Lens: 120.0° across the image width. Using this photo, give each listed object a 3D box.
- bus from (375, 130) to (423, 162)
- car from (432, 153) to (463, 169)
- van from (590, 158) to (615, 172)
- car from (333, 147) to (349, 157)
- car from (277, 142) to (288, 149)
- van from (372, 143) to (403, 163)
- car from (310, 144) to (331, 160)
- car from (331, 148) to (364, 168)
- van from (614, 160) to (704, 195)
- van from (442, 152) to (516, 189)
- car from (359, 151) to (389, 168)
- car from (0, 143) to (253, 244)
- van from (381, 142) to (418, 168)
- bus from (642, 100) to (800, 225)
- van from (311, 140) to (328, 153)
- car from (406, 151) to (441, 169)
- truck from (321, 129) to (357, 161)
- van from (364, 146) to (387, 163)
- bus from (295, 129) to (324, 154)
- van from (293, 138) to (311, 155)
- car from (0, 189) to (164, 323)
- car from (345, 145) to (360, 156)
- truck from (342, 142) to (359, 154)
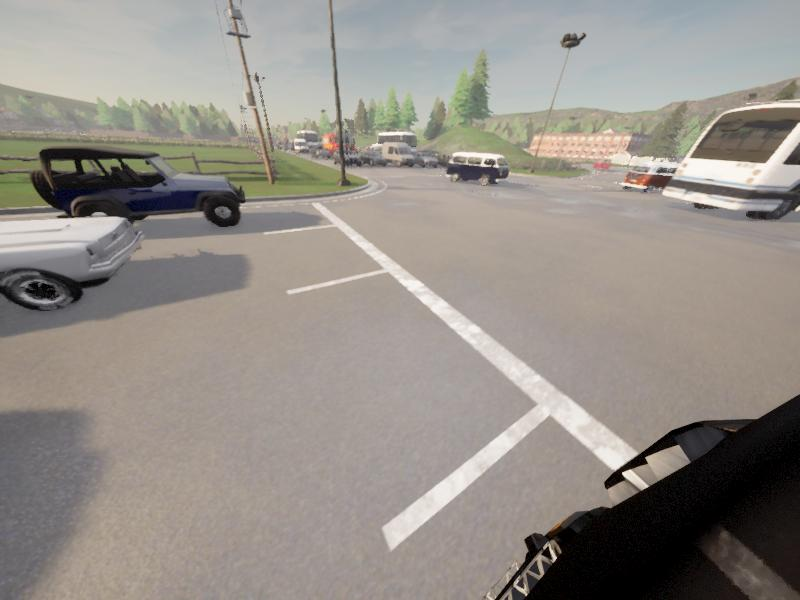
[{"bbox_3d":[-0.506,-27.762,41.768,3.944,4.253,10.273,-15,38,-25],"label":"bus"},{"bbox_3d":[6.465,-19.265,31.942,1.851,1.617,3.988,-15,38,-25],"label":"car"},{"bbox_3d":[38.353,-25.784,43.911,1.775,1.987,4.442,15,35,16],"label":"van"},{"bbox_3d":[-12.066,-30.355,47.285,1.812,1.442,4.674,-15,37,-25],"label":"car"},{"bbox_3d":[-35.253,-46.359,69.416,2.242,1.667,4.611,-15,38,-25],"label":"car"},{"bbox_3d":[-2.222,-24.608,38.543,2.351,2.431,6.366,-15,38,-25],"label":"van"},{"bbox_3d":[-12.280,-22.788,35.514,1.932,1.855,4.605,-15,37,-25],"label":"car"},{"bbox_3d":[-6.051,-16.276,26.405,2.242,1.667,4.611,-15,38,-25],"label":"car"},{"bbox_3d":[20.055,-9.571,18.063,4.480,2.038,2.069,-5,36,-12],"label":"van"},{"bbox_3d":[5.720,-9.763,17.221,4.480,2.038,2.069,29,42,34],"label":"van"},{"bbox_3d":[-3.274,-17.316,28.346,1.837,1.490,4.892,-15,38,-25],"label":"car"},{"bbox_3d":[-6.503,-2.993,6.217,3.866,1.878,1.905,-16,38,-26],"label":"car"},{"bbox_3d":[-0.212,-18.597,29.570,1.988,2.561,5.915,-15,38,-25],"label":"van"},{"bbox_3d":[19.423,-6.351,11.169,10.273,4.253,3.944,-2,35,-7],"label":"bus"},{"bbox_3d":[-21.024,-40.035,60.225,2.351,2.431,6.366,-15,38,-25],"label":"van"},{"bbox_3d":[3.019,-18.850,31.032,2.152,1.651,5.027,-15,38,-25],"label":"car"},{"bbox_3d":[-10.064,-25.344,37.758,2.891,3.827,8.468,-15,38,-25],"label":"truck"},{"bbox_3d":[-3.714,-21.974,34.860,1.775,1.987,4.442,-15,38,-25],"label":"van"},{"bbox_3d":[-21.827,-37.817,55.182,3.944,4.253,10.273,-15,38,-25],"label":"bus"},{"bbox_3d":[-19.695,-30.734,46.265,1.988,2.561,5.915,-15,38,-25],"label":"van"},{"bbox_3d":[-6.663,-0.466,2.946,4.718,1.301,1.895,-15,38,-25],"label":"car"},{"bbox_3d":[-10.405,-32.820,50.718,1.905,1.878,3.866,-15,37,-25],"label":"car"},{"bbox_3d":[-12.849,-39.586,60.163,2.627,2.467,5.204,-15,38,-25],"label":"truck"}]
